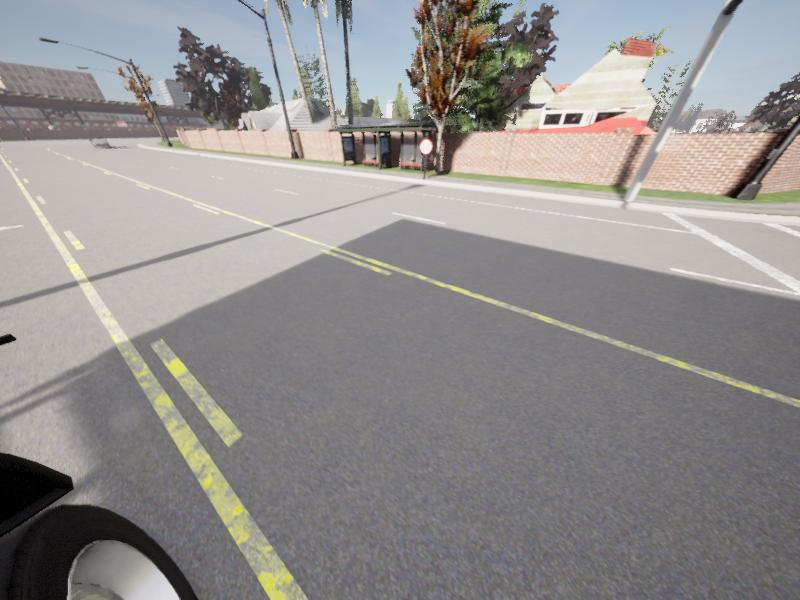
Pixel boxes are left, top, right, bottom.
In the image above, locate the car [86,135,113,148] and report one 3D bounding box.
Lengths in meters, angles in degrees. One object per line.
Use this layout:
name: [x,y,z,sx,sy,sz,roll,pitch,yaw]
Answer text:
car: [-45.050,-23.735,34.592,3.633,1.501,1.845,28,44,32]
